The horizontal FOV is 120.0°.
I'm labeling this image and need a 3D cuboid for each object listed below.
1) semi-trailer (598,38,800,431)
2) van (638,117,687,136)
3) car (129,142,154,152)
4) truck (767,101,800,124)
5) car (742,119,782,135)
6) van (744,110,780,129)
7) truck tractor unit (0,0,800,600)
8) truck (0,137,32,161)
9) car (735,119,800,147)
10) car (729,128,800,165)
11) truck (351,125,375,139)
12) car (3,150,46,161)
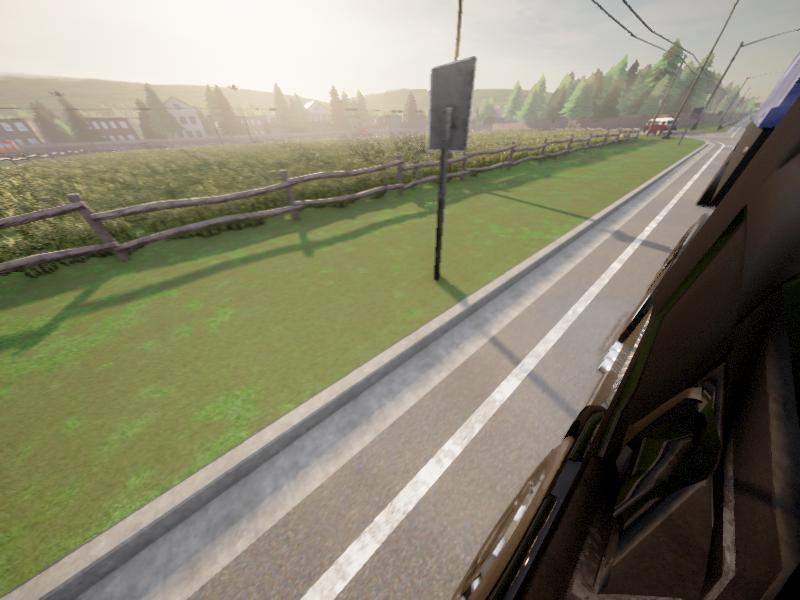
[{"bbox_3d":[8.700,-3.583,4.256,14.254,4.402,2.717,-28,43,-30],"label":"semi-trailer"},{"bbox_3d":[38.483,-25.568,34.131,2.069,2.038,4.480,1,37,5],"label":"van"},{"bbox_3d":[-67.474,-39.934,60.360,3.866,1.878,1.905,-28,43,-30],"label":"car"},{"bbox_3d":[90.024,-43.705,53.921,8.468,3.827,2.891,-28,43,-30],"label":"truck"},{"bbox_3d":[45.579,-21.906,29.203,4.792,1.488,2.163,-28,43,-30],"label":"car"},{"bbox_3d":[61.734,-30.853,39.497,6.366,2.431,2.351,-28,43,-30],"label":"van"},{"bbox_3d":[2.645,-0.295,0.352,6.516,4.208,3.053,-28,44,-30],"label":"truck tractor unit"},{"bbox_3d":[-82.780,-30.001,46.233,8.468,3.827,2.891,-28,43,-30],"label":"truck"},{"bbox_3d":[30.551,-14.004,19.337,5.027,1.651,2.152,-28,43,-30],"label":"car"},{"bbox_3d":[20.802,-8.770,13.085,4.181,1.385,1.994,-28,44,-30],"label":"car"},{"bbox_3d":[-13.844,-63.493,87.209,8.468,3.827,2.891,-28,43,-30],"label":"truck"},{"bbox_3d":[-76.585,-29.575,47.244,4.193,1.474,1.816,-28,43,-30],"label":"car"}]
